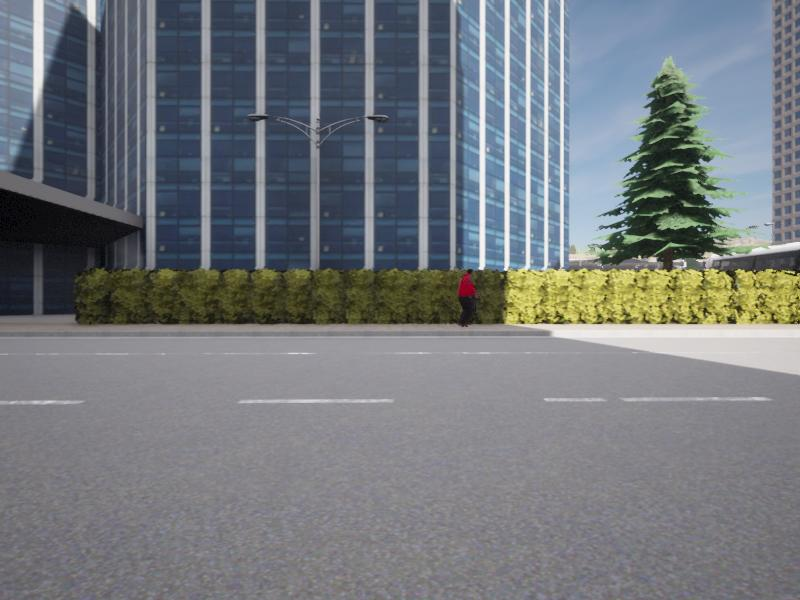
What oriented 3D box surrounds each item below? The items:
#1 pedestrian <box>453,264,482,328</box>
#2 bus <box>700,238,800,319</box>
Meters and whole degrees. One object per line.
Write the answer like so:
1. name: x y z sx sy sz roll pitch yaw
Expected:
1. pedestrian: 2.002 -0.114 11.961 0.751 1.860 0.751 0 0 2
2. bus: 22.868 -1.115 22.665 3.944 4.253 10.273 0 0 -1
